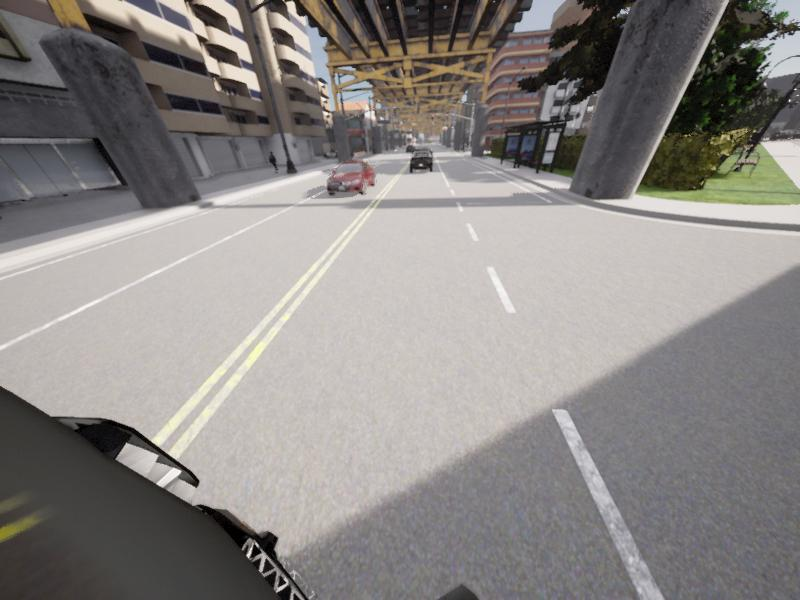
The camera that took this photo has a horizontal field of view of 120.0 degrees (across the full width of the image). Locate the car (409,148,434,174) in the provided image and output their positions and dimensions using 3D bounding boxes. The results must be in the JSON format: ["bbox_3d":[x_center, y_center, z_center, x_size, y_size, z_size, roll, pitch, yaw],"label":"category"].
[{"bbox_3d":[1.893,-12.225,20.162,1.930,1.638,5.238,1,34,6],"label":"car"}]

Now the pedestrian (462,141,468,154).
[{"bbox_3d":[12.043,-28.286,42.814,0.751,1.860,0.751,-11,35,-12],"label":"pedestrian"}]

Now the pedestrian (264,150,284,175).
[{"bbox_3d":[-11.276,-12.295,20.668,0.751,1.860,0.751,3,35,8],"label":"pedestrian"}]

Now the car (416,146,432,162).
[{"bbox_3d":[3.273,-20.132,31.776,2.038,1.542,4.974,1,34,6],"label":"car"}]

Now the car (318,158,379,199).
[{"bbox_3d":[-2.526,-6.784,12.650,1.812,1.442,4.674,1,34,6],"label":"car"}]

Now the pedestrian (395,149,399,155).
[{"bbox_3d":[-0.636,-31.041,48.404,0.500,1.100,0.500,6,35,12],"label":"pedestrian"}]

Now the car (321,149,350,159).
[{"bbox_3d":[-12.418,-28.083,44.475,4.974,1.542,2.038,17,39,26],"label":"car"}]

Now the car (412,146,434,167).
[{"bbox_3d":[2.602,-16.175,25.930,2.152,1.651,5.027,1,34,6],"label":"car"}]

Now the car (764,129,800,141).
[{"bbox_3d":[63.117,-26.523,37.126,4.792,1.488,2.163,-2,34,1],"label":"car"}]

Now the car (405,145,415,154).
[{"bbox_3d":[2.353,-35.044,53.639,1.930,1.638,5.238,1,34,6],"label":"car"}]
